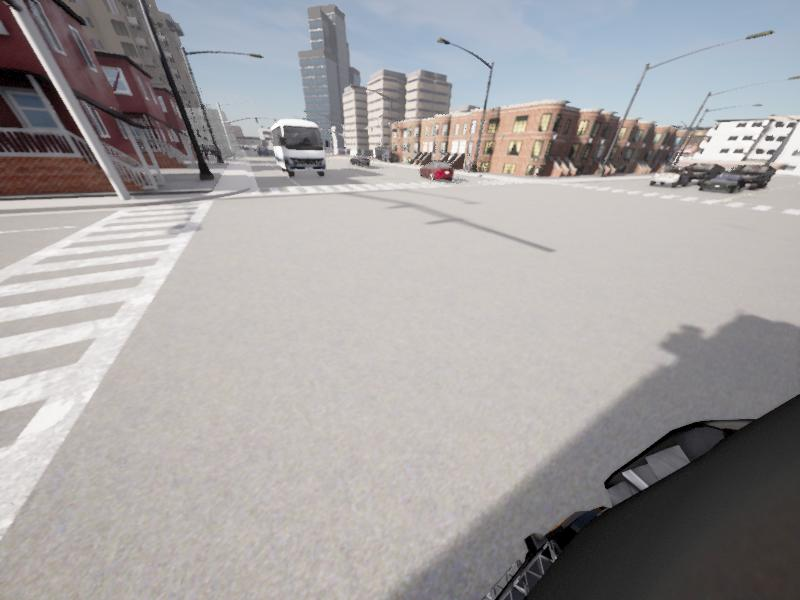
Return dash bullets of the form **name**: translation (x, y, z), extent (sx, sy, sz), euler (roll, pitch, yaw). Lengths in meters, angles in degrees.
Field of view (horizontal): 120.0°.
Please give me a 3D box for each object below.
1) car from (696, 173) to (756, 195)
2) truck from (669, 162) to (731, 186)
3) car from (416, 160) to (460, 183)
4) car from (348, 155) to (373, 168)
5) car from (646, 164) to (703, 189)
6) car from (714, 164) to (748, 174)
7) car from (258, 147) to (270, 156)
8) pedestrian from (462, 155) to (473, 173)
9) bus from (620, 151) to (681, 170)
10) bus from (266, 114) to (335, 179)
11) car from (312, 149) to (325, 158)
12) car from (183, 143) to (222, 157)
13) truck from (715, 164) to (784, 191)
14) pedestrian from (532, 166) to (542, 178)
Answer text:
- **car**: translation (28.381, -10.199, 20.145), extent (4.181, 1.385, 1.994), euler (-16, 37, -25)
- **truck**: translation (33.553, -14.120, 25.832), extent (6.274, 2.098, 2.390), euler (-16, 37, -25)
- **car**: translation (3.396, -12.262, 21.937), extent (2.163, 1.488, 4.792), euler (-8, 34, -15)
- **car**: translation (-6.172, -21.354, 35.529), extent (2.128, 1.511, 4.902), euler (-16, 37, -25)
- **car**: translation (26.853, -12.156, 22.634), extent (4.605, 1.855, 1.932), euler (-16, 37, -25)
- **car**: translation (78.546, -31.191, 54.911), extent (1.905, 1.878, 3.866), euler (-2, 33, -5)
- **car**: translation (-38.240, -41.707, 64.970), extent (2.150, 2.045, 5.566), euler (-16, 37, -25)
- **pedestrian**: translation (8.597, -17.281, 29.327), extent (0.751, 1.860, 0.751), euler (-15, 37, -25)
- **bus**: translation (70.469, -39.704, 65.501), extent (3.944, 4.253, 10.273), euler (-14, 36, -24)
- **bus**: translation (-10.111, -14.957, 22.857), extent (3.944, 4.253, 10.273), euler (-16, 37, -25)
- **car**: translation (-24.101, -43.210, 68.045), extent (2.150, 2.045, 5.566), euler (-16, 37, -25)
- **car**: translation (-39.923, -30.467, 46.984), extent (5.566, 2.045, 2.150), euler (-13, 36, -27)
- **truck**: translation (35.108, -12.383, 23.215), extent (6.274, 2.098, 2.390), euler (-16, 37, -25)
- **pedestrian**: translation (14.957, -14.003, 25.282), extent (0.500, 1.100, 0.500), euler (1, 33, -1)
